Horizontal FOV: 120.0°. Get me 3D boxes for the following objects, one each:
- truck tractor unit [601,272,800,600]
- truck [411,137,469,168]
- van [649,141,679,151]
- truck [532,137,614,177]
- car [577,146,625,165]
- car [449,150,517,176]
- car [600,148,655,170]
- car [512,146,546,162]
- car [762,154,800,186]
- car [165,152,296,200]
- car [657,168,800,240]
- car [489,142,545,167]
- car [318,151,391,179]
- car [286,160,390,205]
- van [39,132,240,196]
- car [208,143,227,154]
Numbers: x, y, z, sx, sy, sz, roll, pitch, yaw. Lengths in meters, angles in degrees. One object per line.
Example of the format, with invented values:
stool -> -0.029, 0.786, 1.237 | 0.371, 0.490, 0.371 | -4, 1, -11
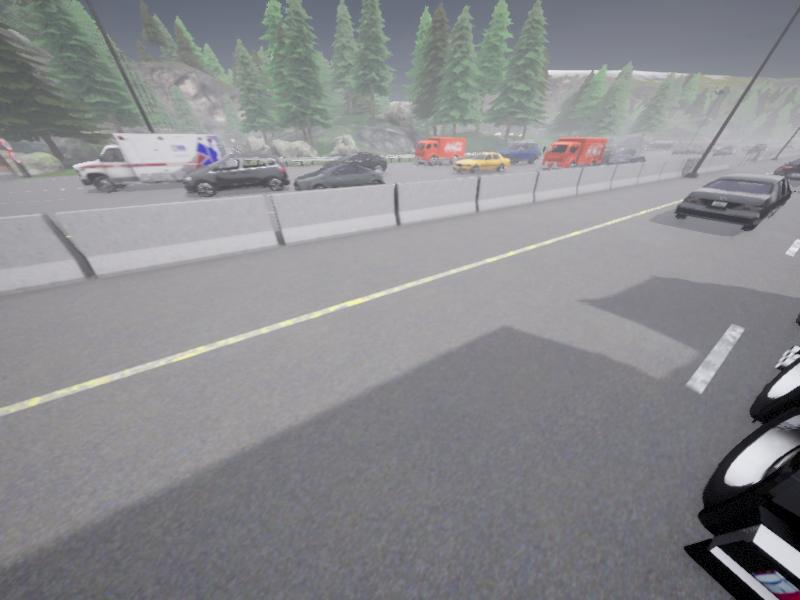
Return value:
truck tractor unit -> 5.124, -0.287, 0.767 | 6.516, 4.208, 3.053 | -18, 39, -24
truck -> 4.076, -15.401, 23.971 | 5.204, 2.467, 2.627 | -19, 39, -25
van -> 69.945, -41.003, 61.345 | 2.069, 2.038, 4.480 | -15, 38, -21
truck -> 13.978, -11.733, 18.800 | 5.204, 2.467, 2.627 | -19, 39, -25
car -> 23.511, -16.913, 27.019 | 4.611, 1.667, 2.242 | -18, 39, -25
car -> 6.770, -11.285, 18.869 | 5.366, 1.575, 1.801 | -19, 39, -25
car -> 23.138, -14.446, 23.513 | 4.856, 1.649, 2.033 | -19, 39, -25
car -> 17.012, -19.350, 30.554 | 3.705, 1.549, 1.789 | -19, 39, -25
car -> 27.118, -8.758, 15.479 | 4.974, 1.542, 2.038 | -19, 39, -25
car -> -8.074, -6.341, 11.562 | 4.611, 1.667, 2.242 | -19, 39, -25
car -> 11.702, -3.553, 7.984 | 5.357, 1.411, 2.033 | -18, 39, -25
car -> 12.650, -15.768, 24.949 | 5.566, 2.045, 2.150 | -18, 39, -25
car -> -3.271, -10.214, 17.314 | 4.892, 1.490, 1.837 | -19, 39, -25
car -> -2.812, -5.658, 10.894 | 4.181, 1.385, 1.994 | -19, 39, -25
van -> -12.759, -7.408, 12.387 | 6.366, 2.431, 2.351 | -19, 39, -25
car -> -32.085, -26.643, 40.603 | 2.128, 1.511, 4.902 | -20, 40, -27
